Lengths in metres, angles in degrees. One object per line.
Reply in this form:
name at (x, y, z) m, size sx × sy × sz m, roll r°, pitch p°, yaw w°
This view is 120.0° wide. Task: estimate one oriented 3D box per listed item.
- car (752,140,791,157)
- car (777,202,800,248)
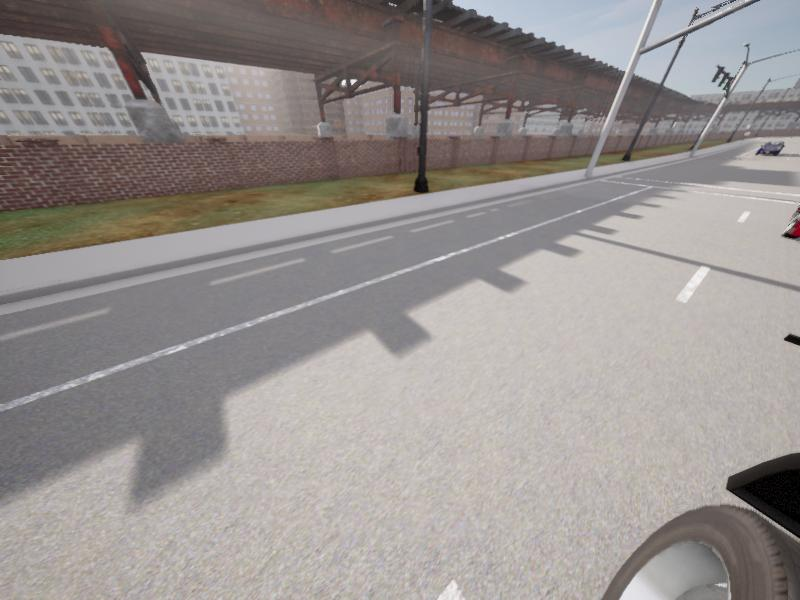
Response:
car at (45.533, -18.614, 28.317) m, size 3.633 × 1.501 × 1.845 m, roll -23°, pitch 41°, yaw -27°
car at (11.825, -2.207, 5.732) m, size 4.181 × 1.385 × 1.994 m, roll -22°, pitch 40°, yaw -27°
